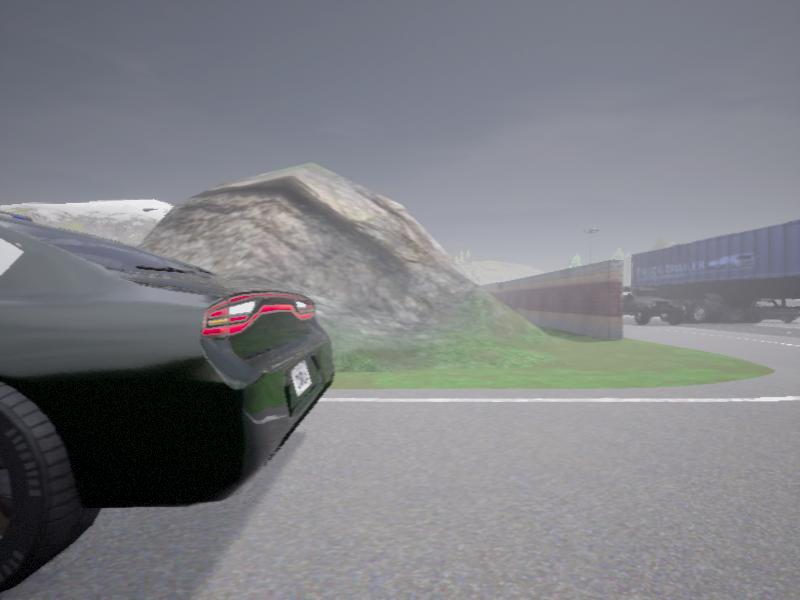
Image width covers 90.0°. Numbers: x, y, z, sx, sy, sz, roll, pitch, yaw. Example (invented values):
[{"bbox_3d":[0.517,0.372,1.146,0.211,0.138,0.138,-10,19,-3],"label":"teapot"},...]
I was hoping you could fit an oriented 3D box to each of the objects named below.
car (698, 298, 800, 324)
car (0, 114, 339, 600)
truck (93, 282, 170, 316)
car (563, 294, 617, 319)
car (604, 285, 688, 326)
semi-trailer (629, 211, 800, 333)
[{"bbox_3d":[19.371,0.544,22.380,1.895,1.301,4.718,0,0,0],"label":"car"},{"bbox_3d":[-2.980,0.224,2.198,4.974,1.542,2.038,0,0,0],"label":"car"},{"bbox_3d":[-21.106,-0.063,31.866,2.627,2.467,5.204,0,0,0],"label":"truck"},{"bbox_3d":[12.410,0.413,26.356,1.789,1.549,3.705,0,0,0],"label":"car"},{"bbox_3d":[12.388,0.244,20.461,1.905,1.878,3.866,0,0,0],"label":"car"},{"bbox_3d":[15.852,-1.020,18.149,2.717,4.402,14.254,0,0,0],"label":"semi-trailer"}]
